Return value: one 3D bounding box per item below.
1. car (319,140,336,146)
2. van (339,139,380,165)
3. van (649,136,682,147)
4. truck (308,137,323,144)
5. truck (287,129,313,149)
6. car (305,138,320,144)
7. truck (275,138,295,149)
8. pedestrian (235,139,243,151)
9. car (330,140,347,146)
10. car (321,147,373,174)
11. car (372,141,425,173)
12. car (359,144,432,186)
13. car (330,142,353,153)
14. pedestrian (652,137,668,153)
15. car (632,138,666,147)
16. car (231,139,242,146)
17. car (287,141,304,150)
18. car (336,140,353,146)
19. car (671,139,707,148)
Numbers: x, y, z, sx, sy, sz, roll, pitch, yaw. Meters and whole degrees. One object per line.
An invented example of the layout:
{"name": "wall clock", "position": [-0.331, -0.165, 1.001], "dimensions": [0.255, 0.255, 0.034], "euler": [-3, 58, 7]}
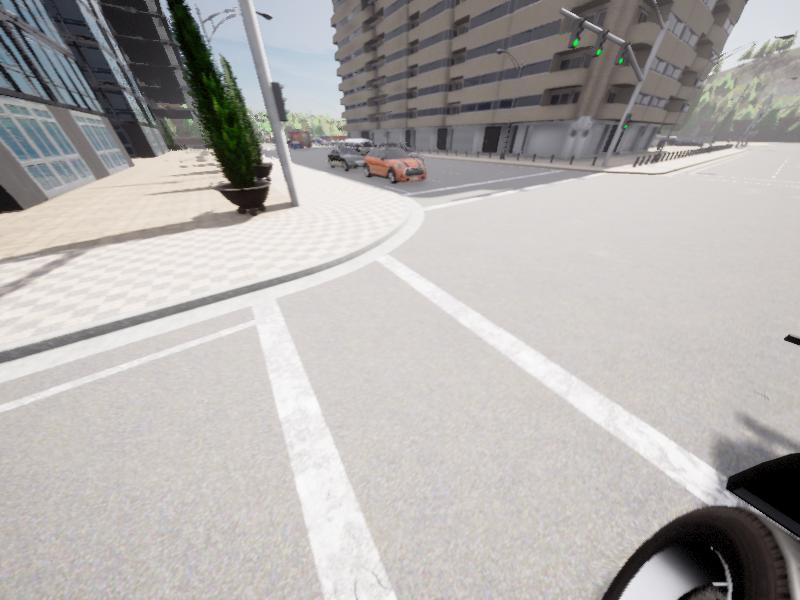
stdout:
{"name": "car", "position": [-24.283, -52.654, 77.323], "dimensions": [4.611, 1.667, 2.242], "euler": [-22, 41, -28]}
{"name": "van", "position": [-4.083, -14.944, 23.223], "dimensions": [2.069, 2.038, 4.480], "euler": [-22, 41, -28]}
{"name": "van", "position": [64.045, -38.353, 55.805], "dimensions": [2.069, 2.038, 4.480], "euler": [-22, 41, -28]}
{"name": "truck", "position": [-31.879, -59.861, 86.866], "dimensions": [4.478, 2.038, 2.069], "euler": [-22, 41, -28]}
{"name": "truck", "position": [-24.897, -39.882, 57.167], "dimensions": [2.891, 3.827, 8.468], "euler": [-23, 41, -29]}
{"name": "car", "position": [-33.596, -61.121, 88.830], "dimensions": [4.605, 1.855, 1.932], "euler": [-22, 41, -28]}
{"name": "truck", "position": [-28.143, -38.306, 56.464], "dimensions": [2.390, 2.098, 6.274], "euler": [-23, 41, -29]}
{"name": "pedestrian", "position": [-30.155, -29.018, 43.241], "dimensions": [0.751, 1.860, 0.751], "euler": [-18, 39, -24]}
{"name": "car", "position": [-20.339, -51.793, 76.094], "dimensions": [4.892, 1.490, 1.837], "euler": [-22, 41, -28]}
{"name": "car", "position": [-4.375, -11.420, 18.697], "dimensions": [2.128, 1.511, 4.902], "euler": [-22, 41, -27]}
{"name": "car", "position": [-0.221, -11.673, 18.697], "dimensions": [1.932, 1.855, 4.605], "euler": [-22, 41, -28]}
{"name": "car", "position": [-0.435, -8.249, 13.926], "dimensions": [2.097, 1.767, 4.553], "euler": [-22, 40, -27]}
{"name": "car", "position": [-10.398, -27.053, 40.907], "dimensions": [2.163, 1.488, 4.792], "euler": [-22, 41, -28]}
{"name": "pedestrian", "position": [37.598, -22.477, 33.430], "dimensions": [0.751, 1.860, 0.751], "euler": [-29, 44, -34]}
{"name": "car", "position": [60.000, -37.983, 55.682], "dimensions": [2.152, 1.651, 5.027], "euler": [-22, 41, -28]}
{"name": "car", "position": [-52.974, -50.986, 74.879], "dimensions": [2.097, 1.767, 4.553], "euler": [-23, 41, -28]}
{"name": "car", "position": [-23.069, -33.994, 50.803], "dimensions": [1.882, 1.535, 5.008], "euler": [-22, 41, -28]}
{"name": "car", "position": [-17.741, -50.426, 74.059], "dimensions": [4.974, 1.542, 2.038], "euler": [-22, 41, -28]}
{"name": "car", "position": [63.859, -34.696, 51.148], "dimensions": [1.812, 1.442, 4.674], "euler": [-21, 40, -27]}
